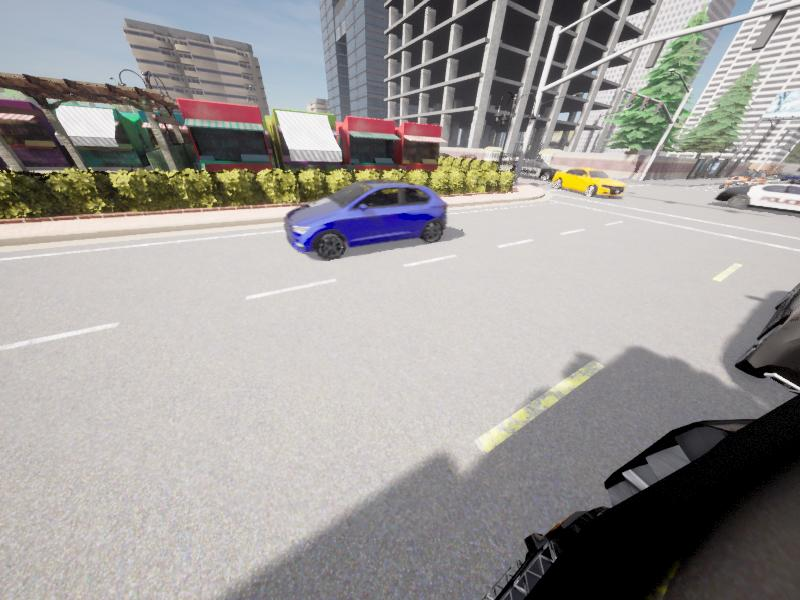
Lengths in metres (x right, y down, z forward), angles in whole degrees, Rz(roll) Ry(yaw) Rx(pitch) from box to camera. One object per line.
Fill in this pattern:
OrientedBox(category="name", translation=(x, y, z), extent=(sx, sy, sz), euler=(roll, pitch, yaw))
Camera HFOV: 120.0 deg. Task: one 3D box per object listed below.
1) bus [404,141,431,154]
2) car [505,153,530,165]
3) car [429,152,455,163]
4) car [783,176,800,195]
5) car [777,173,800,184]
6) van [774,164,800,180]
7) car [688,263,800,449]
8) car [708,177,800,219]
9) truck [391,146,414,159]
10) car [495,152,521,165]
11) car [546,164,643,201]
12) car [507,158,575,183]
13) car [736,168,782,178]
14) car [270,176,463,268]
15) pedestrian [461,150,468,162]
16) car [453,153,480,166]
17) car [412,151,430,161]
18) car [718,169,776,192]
OrientedBox(category="bus", translation=(7.070, -62.968, 95.503), extent=(10.273, 4.253, 3.944), euler=(-15, 38, -25))
OrientedBox(category="car", translation=(23.686, -28.531, 46.716), extent=(1.905, 1.878, 3.866), euler=(-15, 38, -25))
OrientedBox(category="car", translation=(7.667, -26.492, 42.963), extent=(1.882, 1.535, 5.008), euler=(-16, 38, -26))
OrientedBox(category="car", translation=(39.910, -11.159, 22.504), extent=(4.892, 1.490, 1.837), euler=(-15, 38, -25))
OrientedBox(category="car", translation=(64.824, -20.127, 38.115), extent=(4.718, 1.301, 1.895), euler=(-15, 38, -25))
OrientedBox(category="van", translation=(85.007, -26.798, 48.576), extent=(1.988, 2.561, 5.915), euler=(-15, 38, -25))
OrientedBox(category="car", translation=(6.038, 0.331, 2.552), extent=(4.902, 1.511, 2.128), euler=(-15, 38, -25))
OrientedBox(category="car", translation=(20.831, -5.360, 12.236), extent=(2.038, 1.542, 4.974), euler=(-16, 38, -26))
OrientedBox(category="truck", translation=(0.513, -33.955, 53.144), extent=(2.390, 2.098, 6.274), euler=(-16, 38, -26))
OrientedBox(category="car", translation=(21.124, -27.826, 45.456), extent=(1.905, 1.878, 3.866), euler=(-15, 38, -25))
OrientedBox(category="car", translation=(12.594, -8.014, 15.544), extent=(1.882, 1.535, 5.008), euler=(-1, 34, -7))
OrientedBox(category="car", translation=(13.580, -12.793, 22.690), extent=(1.930, 1.638, 5.238), euler=(-16, 38, -26))
OrientedBox(category="car", translation=(79.268, -28.151, 51.115), extent=(1.882, 1.535, 5.008), euler=(-8, 35, -16))
OrientedBox(category="car", translation=(-0.730, -2.233, 5.923), extent=(4.193, 1.474, 1.816), euler=(-15, 38, -25))
OrientedBox(category="pedestrian", translation=(12.440, -27.711, 44.559), extent=(0.751, 1.860, 0.751), euler=(-19, 39, -30))
OrientedBox(category="car", translation=(10.932, -23.238, 38.250), extent=(1.851, 1.617, 3.988), euler=(-16, 38, -26))
OrientedBox(category="car", translation=(4.333, -29.867, 47.775), extent=(1.789, 1.549, 3.705), euler=(-16, 38, -26))
OrientedBox(category="car", translation=(35.163, -12.201, 23.434), extent=(4.553, 1.767, 2.097), euler=(-15, 38, -25))
